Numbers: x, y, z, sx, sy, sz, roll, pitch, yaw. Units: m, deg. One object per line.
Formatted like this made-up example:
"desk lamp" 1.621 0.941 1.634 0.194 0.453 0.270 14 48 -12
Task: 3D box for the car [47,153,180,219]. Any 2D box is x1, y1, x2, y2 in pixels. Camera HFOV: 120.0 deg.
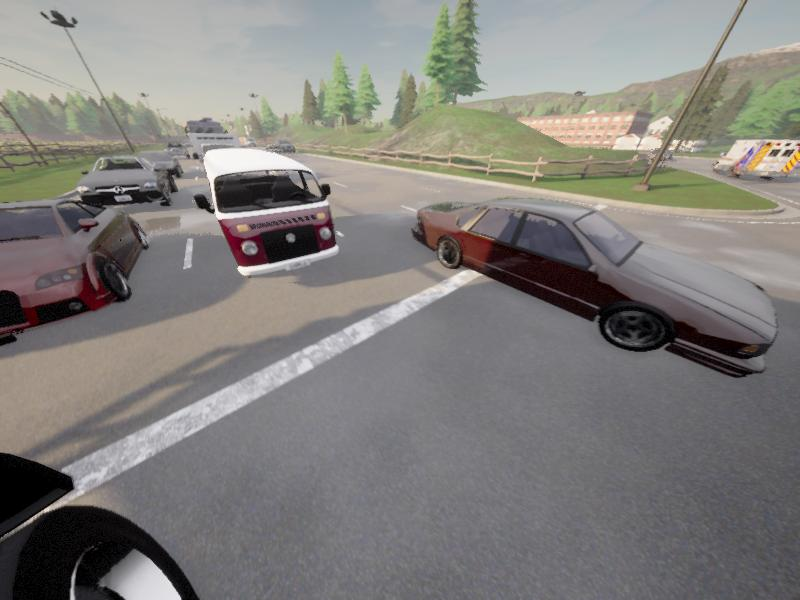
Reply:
"car" -10.970 -4.921 9.457 2.152 1.651 5.027 -22 41 -28

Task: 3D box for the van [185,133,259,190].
"van" -10.881 -8.646 14.102 2.351 2.431 6.366 -22 41 -29

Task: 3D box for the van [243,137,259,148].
"van" -42.594 -45.064 65.913 2.351 2.431 6.366 -22 41 -28

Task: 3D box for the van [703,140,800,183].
"van" 27.305 -10.909 17.923 2.351 2.431 6.366 20 39 26

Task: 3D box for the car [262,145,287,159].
"car" -17.272 -20.449 31.787 1.970 1.475 3.806 -22 41 -28

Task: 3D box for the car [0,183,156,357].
"car" -6.149 -0.868 3.931 1.994 1.385 4.181 -22 41 -29

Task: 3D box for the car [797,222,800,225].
"car" 16.229 -3.176 7.342 5.238 1.638 1.930 -11 37 -17

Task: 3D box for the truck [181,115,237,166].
"truck" -20.166 -16.836 24.502 2.891 3.827 8.468 -22 41 -28

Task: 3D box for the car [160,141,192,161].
"car" -26.962 -18.128 27.958 1.932 1.855 4.605 -22 41 -28

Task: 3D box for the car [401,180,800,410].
"car" 2.534 -0.988 4.211 2.033 1.411 5.357 -25 42 -32

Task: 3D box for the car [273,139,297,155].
"car" -19.590 -26.060 39.310 2.150 2.045 5.566 -22 41 -28

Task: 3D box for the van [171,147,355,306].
"van" -3.072 -2.126 5.192 2.069 2.038 4.480 -22 41 -29

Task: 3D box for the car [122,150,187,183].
"car" -16.188 -9.137 15.556 2.163 1.488 4.792 -22 41 -28
